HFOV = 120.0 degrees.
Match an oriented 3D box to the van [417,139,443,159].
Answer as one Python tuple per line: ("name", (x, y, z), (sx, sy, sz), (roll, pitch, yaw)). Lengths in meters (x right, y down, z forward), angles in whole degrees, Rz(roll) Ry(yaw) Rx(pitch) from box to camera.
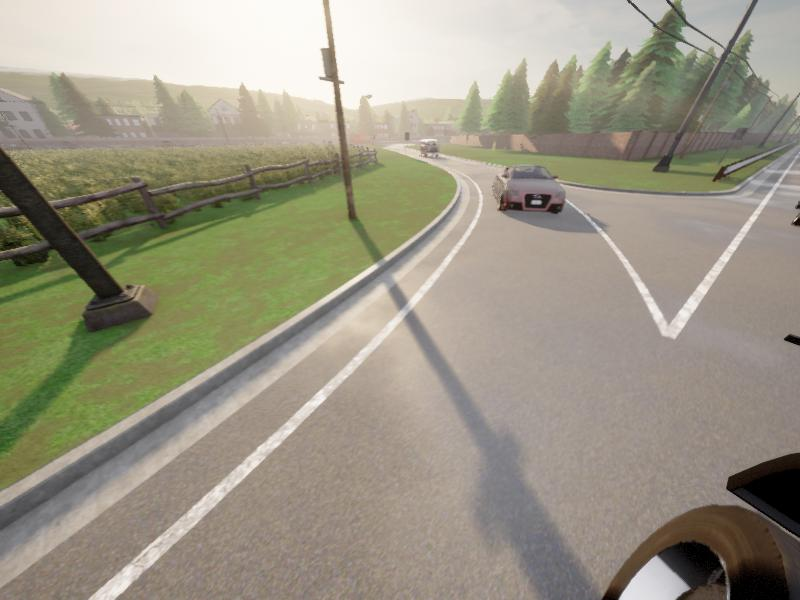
("van", (3.837, -19.910, 30.346), (2.069, 2.038, 4.480), (-6, 36, -7))

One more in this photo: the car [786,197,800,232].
("car", (13.942, -3.048, 6.702), (5.027, 1.651, 2.152), (-22, 40, -28))

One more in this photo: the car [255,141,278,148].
("car", (-38.230, -44.611, 66.187), (5.366, 1.575, 1.801), (-22, 40, -27))

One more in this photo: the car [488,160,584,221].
("car", (4.818, -4.441, 8.978), (1.994, 1.385, 4.181), (6, 36, 10))

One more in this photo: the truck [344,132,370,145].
("truck", (-15.151, -57.148, 81.779), (8.468, 3.827, 2.891), (-22, 40, -27))

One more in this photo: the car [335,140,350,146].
("car", (-20.612, -56.440, 82.897), (4.902, 1.511, 2.128), (-22, 40, -27))
